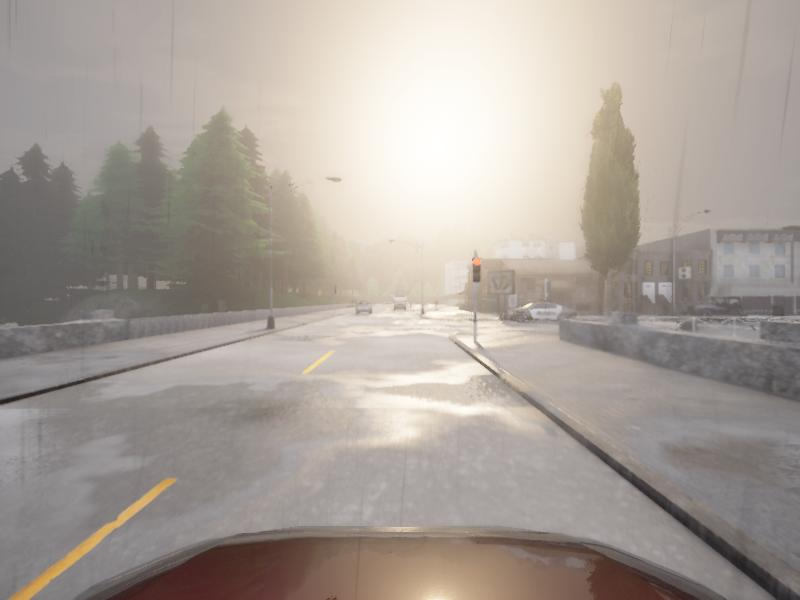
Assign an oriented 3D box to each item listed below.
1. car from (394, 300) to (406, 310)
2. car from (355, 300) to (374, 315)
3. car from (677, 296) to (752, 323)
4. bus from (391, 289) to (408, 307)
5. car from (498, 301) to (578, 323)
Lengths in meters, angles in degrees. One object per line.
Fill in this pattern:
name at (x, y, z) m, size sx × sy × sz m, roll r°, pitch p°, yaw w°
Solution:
car at (-0.003, 0.834, 66.917) m, size 2.038 × 1.542 × 4.974 m, roll 0°, pitch 0°, yaw 0°
car at (-4.053, 0.792, 45.835) m, size 1.851 × 1.617 × 3.988 m, roll 0°, pitch 0°, yaw -1°
car at (22.323, 0.650, 28.525) m, size 3.866 × 1.878 × 1.905 m, roll 0°, pitch 0°, yaw 0°
bus at (-0.127, -0.531, 101.915) m, size 3.944 × 4.253 × 10.273 m, roll 0°, pitch 0°, yaw 0°
car at (9.732, 0.828, 28.465) m, size 4.974 × 1.542 × 2.038 m, roll 0°, pitch 0°, yaw -1°
